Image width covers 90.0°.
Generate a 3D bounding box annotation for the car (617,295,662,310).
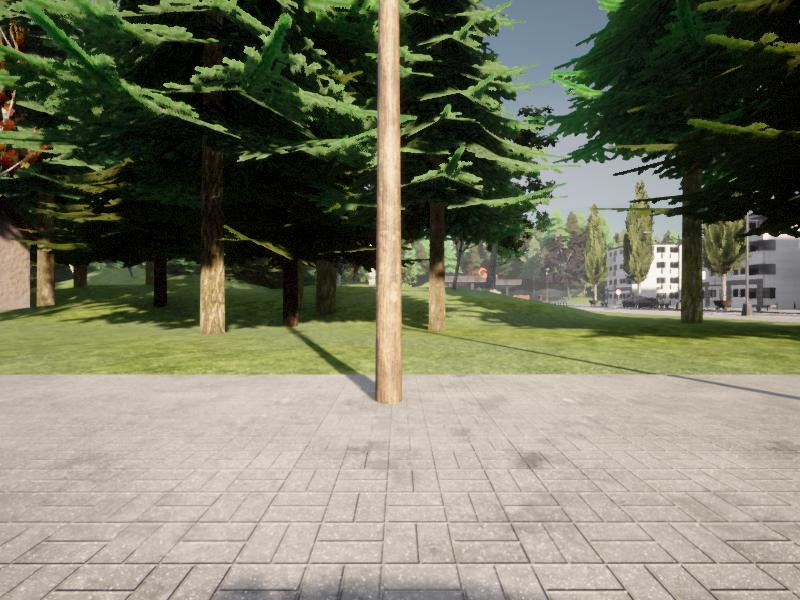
[{"bbox_3d":[25.592,0.245,42.981,1.837,1.490,4.892,0,0,0],"label":"car"}]
